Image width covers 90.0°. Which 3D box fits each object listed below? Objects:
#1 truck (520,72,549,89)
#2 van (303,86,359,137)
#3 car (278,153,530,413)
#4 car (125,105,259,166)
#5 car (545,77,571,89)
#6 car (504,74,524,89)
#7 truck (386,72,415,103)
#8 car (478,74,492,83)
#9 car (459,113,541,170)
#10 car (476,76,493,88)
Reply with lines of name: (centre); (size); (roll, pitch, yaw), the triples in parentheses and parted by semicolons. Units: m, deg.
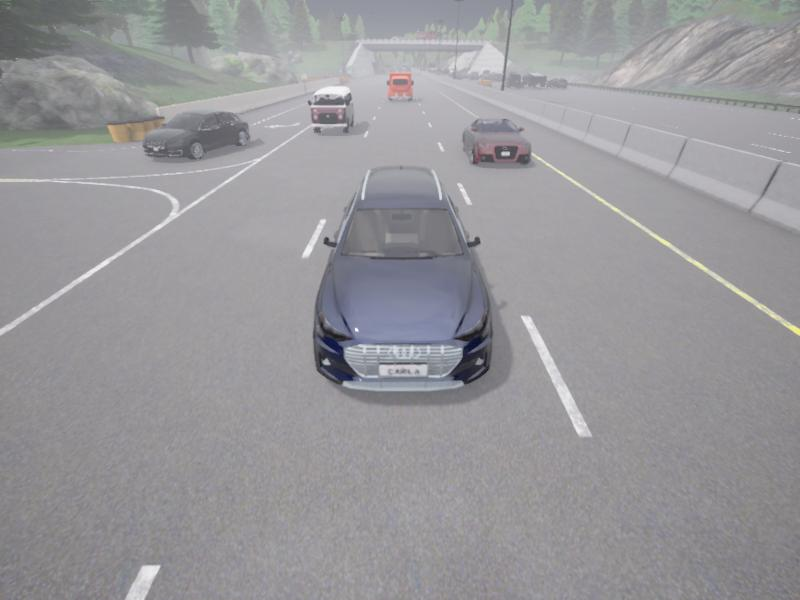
truck: (21.062, -34.672, 63.160); (2.390, 2.098, 6.274); (0, 30, 0)
van: (-3.472, -10.048, 21.135); (2.069, 2.038, 4.480); (0, 30, 0)
car: (0.023, -0.793, 5.736); (2.033, 1.649, 4.856); (0, 30, 0)
car: (-7.937, -6.706, 15.964); (1.837, 1.490, 4.892); (9, 32, 12)
car: (24.561, -33.879, 62.389); (2.128, 1.511, 4.902); (0, 30, 0)
car: (17.561, -33.868, 61.990); (1.905, 1.878, 3.866); (0, 31, 0)
truck: (0.044, -20.813, 39.102); (2.627, 2.467, 5.204); (0, 30, 0)
car: (17.579, -45.932, 83.029); (2.007, 1.525, 4.514); (0, 30, 0)
car: (3.518, -6.026, 14.936); (1.994, 1.385, 4.181); (0, 30, 0)
car: (14.066, -36.508, 66.808); (1.801, 1.575, 5.366); (0, 31, 0)
